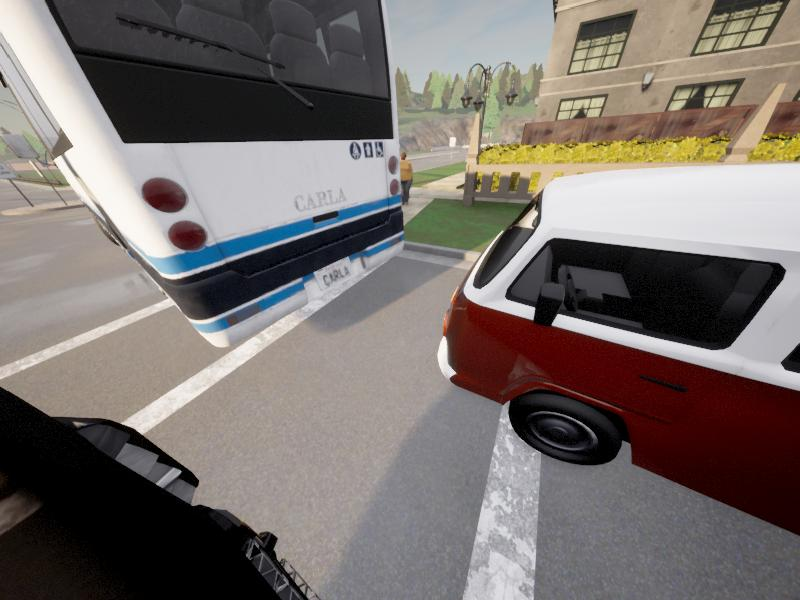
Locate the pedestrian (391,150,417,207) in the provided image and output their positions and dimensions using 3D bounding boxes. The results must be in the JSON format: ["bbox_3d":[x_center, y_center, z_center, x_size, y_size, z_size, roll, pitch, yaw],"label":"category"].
[{"bbox_3d":[0.181,-4.660,8.947,0.751,1.860,0.751,8,35,16],"label":"pedestrian"}]

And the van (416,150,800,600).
[{"bbox_3d":[2.576,0.313,1.429,4.480,2.038,2.069,16,38,26],"label":"van"}]

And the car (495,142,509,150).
[{"bbox_3d":[32.393,-48.829,73.271,1.932,1.855,4.605,25,43,35],"label":"car"}]

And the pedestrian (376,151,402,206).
[{"bbox_3d":[-0.436,-4.946,9.412,0.751,1.860,0.751,-11,34,-12],"label":"pedestrian"}]

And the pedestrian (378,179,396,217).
[{"bbox_3d":[-0.443,-3.503,7.939,0.500,1.100,0.500,-7,34,-6],"label":"pedestrian"}]

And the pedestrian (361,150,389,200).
[{"bbox_3d":[-1.095,-5.638,10.446,0.751,1.860,0.751,25,43,35],"label":"pedestrian"}]

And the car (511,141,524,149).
[{"bbox_3d":[37.062,-48.885,73.000,3.866,1.878,1.905,-29,41,-33],"label":"car"}]

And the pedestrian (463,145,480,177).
[{"bbox_3d":[5.070,-9.822,16.342,0.751,1.860,0.751,16,38,26],"label":"pedestrian"}]

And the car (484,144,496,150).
[{"bbox_3d":[29.102,-49.391,74.726,1.816,1.474,4.193,25,43,35],"label":"car"}]

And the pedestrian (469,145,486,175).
[{"bbox_3d":[5.631,-10.182,16.841,0.751,1.860,0.751,17,38,27],"label":"pedestrian"}]

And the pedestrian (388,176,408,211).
[{"bbox_3d":[-0.058,-3.940,8.568,0.500,1.100,0.500,16,38,26],"label":"pedestrian"}]

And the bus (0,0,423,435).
[{"bbox_3d":[-4.949,-2.976,4.964,10.273,4.253,3.944,21,40,31],"label":"bus"}]

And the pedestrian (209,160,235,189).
[{"bbox_3d":[-13.666,-9.641,17.791,0.751,1.860,0.751,16,38,26],"label":"pedestrian"}]

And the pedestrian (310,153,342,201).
[{"bbox_3d":[-3.412,-5.722,10.766,0.751,1.860,0.751,17,38,27],"label":"pedestrian"}]

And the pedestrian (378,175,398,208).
[{"bbox_3d":[-0.466,-4.278,9.108,0.500,1.100,0.500,19,39,29],"label":"pedestrian"}]
